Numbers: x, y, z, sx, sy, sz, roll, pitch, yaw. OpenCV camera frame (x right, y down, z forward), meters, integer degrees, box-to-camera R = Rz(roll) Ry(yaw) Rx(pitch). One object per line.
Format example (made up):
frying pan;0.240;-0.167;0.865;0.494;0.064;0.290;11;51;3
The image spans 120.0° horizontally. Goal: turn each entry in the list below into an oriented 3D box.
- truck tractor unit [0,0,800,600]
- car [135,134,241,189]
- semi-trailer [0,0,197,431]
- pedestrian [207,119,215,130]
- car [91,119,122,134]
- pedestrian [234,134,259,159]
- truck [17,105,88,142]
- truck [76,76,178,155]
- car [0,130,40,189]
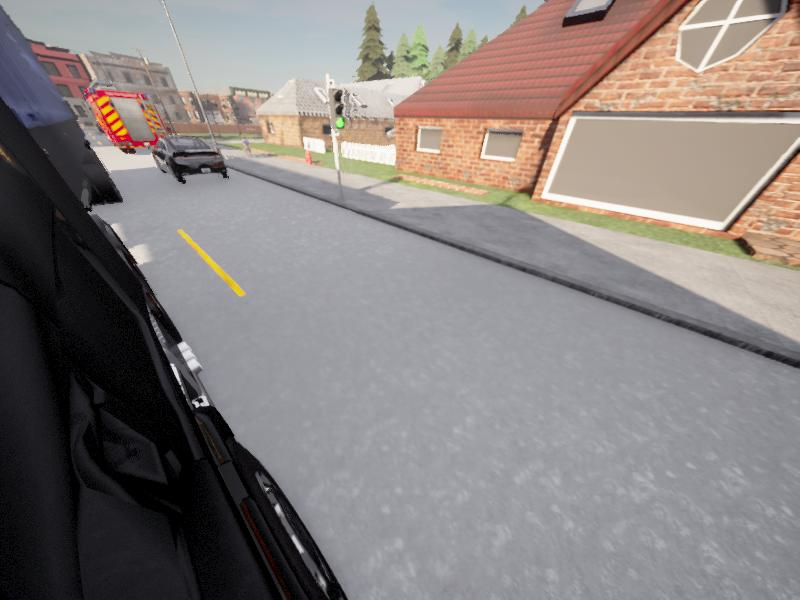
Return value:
truck tractor unit;-2.645;-0.295;0.351;6.516;4.208;3.053;28;44;30
car;-9.489;-6.352;10.288;4.902;1.511;2.128;30;45;31
semi-trailer;-8.461;-3.755;4.450;14.254;4.402;2.717;31;45;32
pedestrian;-43.606;-40.434;53.211;0.751;1.860;0.751;-25;45;-32
car;-41.326;-24.435;32.540;3.806;1.475;1.970;29;44;31
pedestrian;-10.077;-10.086;15.195;0.751;1.300;0.751;25;42;27
truck;-32.740;-16.745;21.965;5.204;2.467;2.627;29;44;31
truck;-20.604;-13.630;17.403;8.468;3.827;2.891;30;45;31
car;-16.657;-4.544;7.485;4.902;1.511;2.128;-14;43;-21
